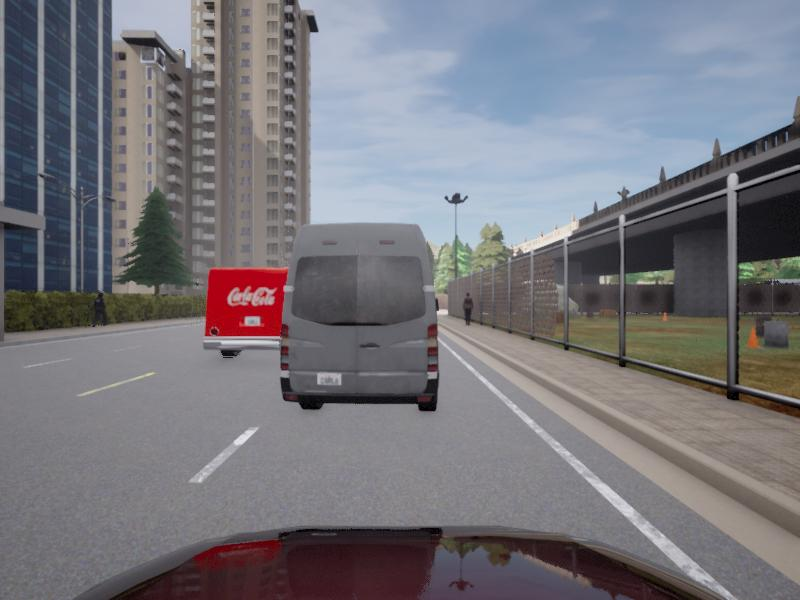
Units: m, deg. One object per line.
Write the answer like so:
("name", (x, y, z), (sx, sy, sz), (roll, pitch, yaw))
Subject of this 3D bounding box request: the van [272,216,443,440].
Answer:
("van", (-0.353, 0.322, 7.571), (1.988, 2.561, 5.915), (0, 0, 3))

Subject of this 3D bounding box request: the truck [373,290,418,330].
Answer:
("truck", (-0.279, 0.541, 24.364), (2.390, 2.098, 6.274), (0, 0, -1))

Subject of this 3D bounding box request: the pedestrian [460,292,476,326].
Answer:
("pedestrian", (3.738, 0.483, 22.014), (0.751, 1.860, 0.751), (0, 0, 18))

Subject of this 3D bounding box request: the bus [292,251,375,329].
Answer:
("bus", (-3.929, -0.537, 26.803), (3.944, 4.253, 10.273), (0, 0, -1))

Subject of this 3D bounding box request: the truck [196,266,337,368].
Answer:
("truck", (-3.639, 0.369, 12.294), (2.627, 2.467, 5.204), (0, 1, -1))

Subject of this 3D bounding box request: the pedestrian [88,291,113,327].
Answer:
("pedestrian", (-15.728, 0.483, 21.027), (0.751, 1.860, 0.751), (0, 0, -2))

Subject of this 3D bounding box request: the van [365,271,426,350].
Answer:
("van", (-0.179, 0.322, 15.946), (1.988, 2.561, 5.915), (0, 0, -1))
